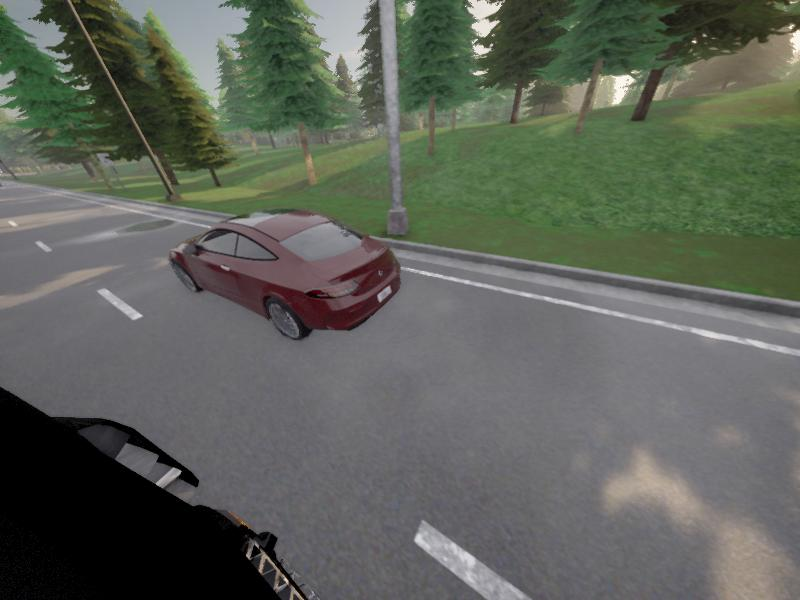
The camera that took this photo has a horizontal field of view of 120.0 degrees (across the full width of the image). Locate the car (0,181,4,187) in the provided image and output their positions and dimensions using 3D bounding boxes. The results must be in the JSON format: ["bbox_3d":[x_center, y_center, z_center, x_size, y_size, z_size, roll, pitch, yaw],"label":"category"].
[{"bbox_3d":[-57.213,-16.496,31.781,5.238,1.638,1.930,16,38,26],"label":"car"}]

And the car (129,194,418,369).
[{"bbox_3d":[-2.199,-0.795,4.020,4.674,1.442,1.812,16,38,26],"label":"car"}]
